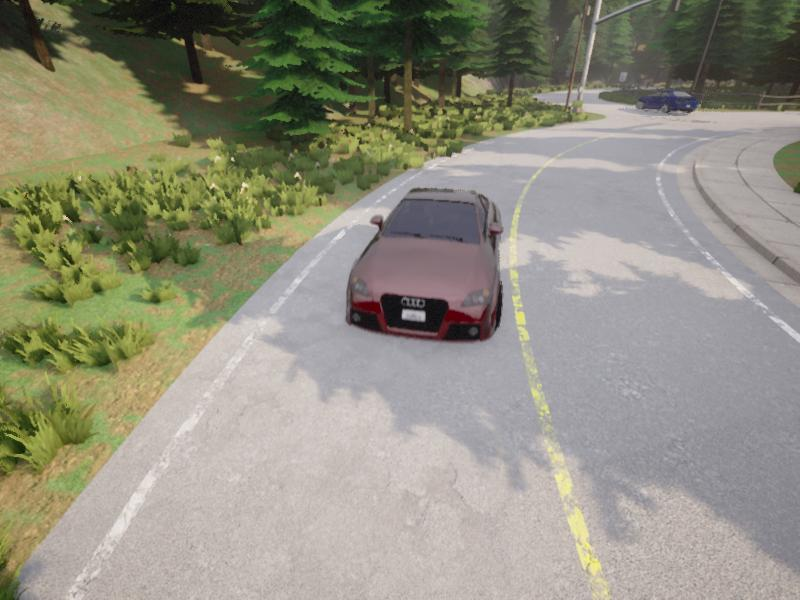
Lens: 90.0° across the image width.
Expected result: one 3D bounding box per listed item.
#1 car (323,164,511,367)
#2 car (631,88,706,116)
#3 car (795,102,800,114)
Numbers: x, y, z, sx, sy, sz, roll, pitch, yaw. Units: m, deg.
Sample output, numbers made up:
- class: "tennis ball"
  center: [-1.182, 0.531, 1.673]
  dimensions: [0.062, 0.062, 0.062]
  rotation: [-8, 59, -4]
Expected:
- class: "car"
  center: [0.585, -0.951, 6.298]
  dimensions: [1.994, 1.385, 4.181]
  rotation: [6, 31, 11]
- class: "car"
  center: [20.122, -15.067, 30.306]
  dimensions: [1.882, 1.535, 5.008]
  rotation: [-2, 30, -6]
- class: "car"
  center: [31.478, -13.817, 28.105]
  dimensions: [4.902, 1.511, 2.128]
  rotation: [1, 30, 1]
